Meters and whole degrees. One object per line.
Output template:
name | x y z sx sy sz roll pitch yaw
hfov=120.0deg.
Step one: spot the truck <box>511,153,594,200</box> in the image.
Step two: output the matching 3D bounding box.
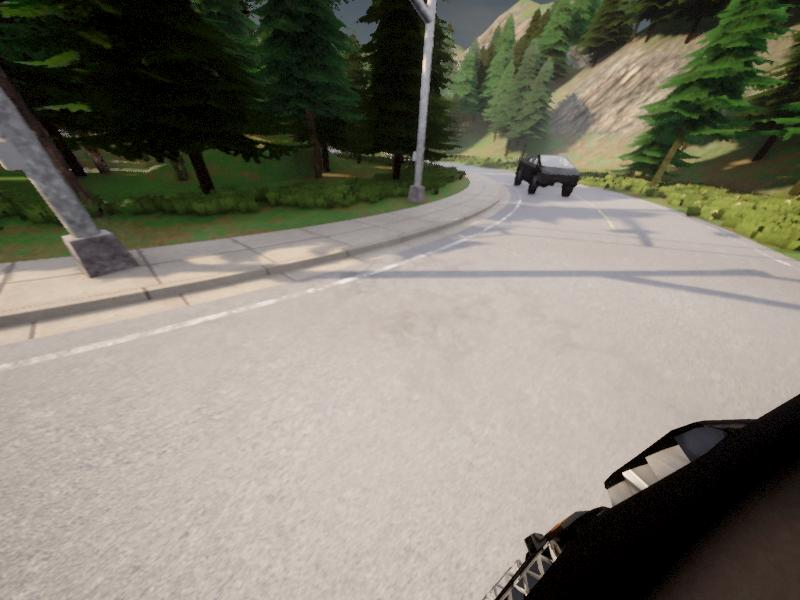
truck | 9.587 -8.466 15.437 2.390 2.098 6.274 8 34 8
